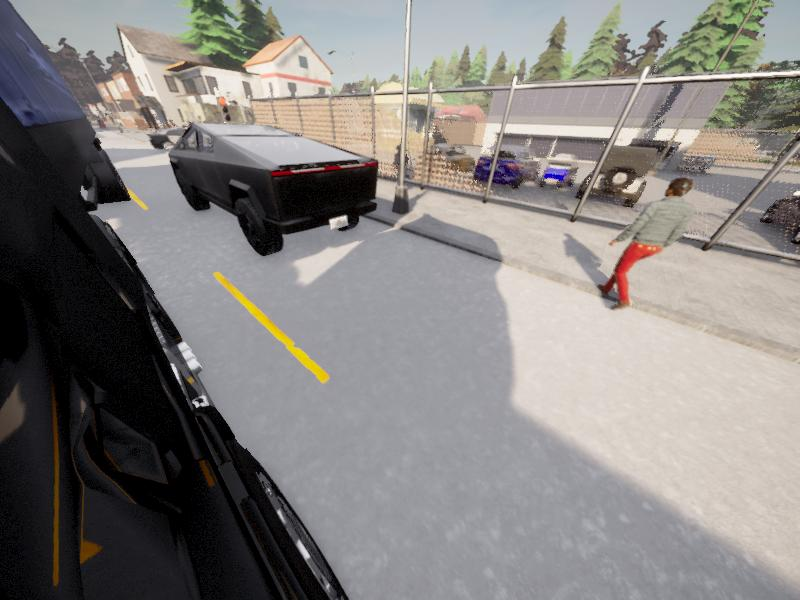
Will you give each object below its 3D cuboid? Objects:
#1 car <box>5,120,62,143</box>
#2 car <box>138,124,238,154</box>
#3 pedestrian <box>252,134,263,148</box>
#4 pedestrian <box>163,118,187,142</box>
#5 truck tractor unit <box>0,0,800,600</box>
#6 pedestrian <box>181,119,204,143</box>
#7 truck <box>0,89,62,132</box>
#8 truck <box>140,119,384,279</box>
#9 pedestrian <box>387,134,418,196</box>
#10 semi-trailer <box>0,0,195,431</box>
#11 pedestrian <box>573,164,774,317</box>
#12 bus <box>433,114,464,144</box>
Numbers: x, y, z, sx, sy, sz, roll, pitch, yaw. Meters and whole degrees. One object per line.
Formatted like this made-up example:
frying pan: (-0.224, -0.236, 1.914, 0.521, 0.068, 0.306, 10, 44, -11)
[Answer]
car: (-30.807, -14.254, 19.525, 4.181, 1.385, 1.994, 28, 44, 30)
car: (-15.964, -12.408, 17.797, 5.238, 1.638, 1.930, -21, 44, -28)
pedestrian: (-13.788, -15.420, 22.366, 0.500, 1.100, 0.500, 8, 37, 7)
pedestrian: (-21.766, -16.444, 22.394, 0.751, 1.860, 0.751, 1, 37, -3)
truck tractor unit: (-2.645, -0.295, 0.351, 6.516, 4.208, 3.053, 28, 44, 30)
pedestrian: (-20.176, -16.423, 22.469, 0.751, 1.860, 0.751, 3, 37, 0)
truck: (-47.633, -24.300, 29.786, 8.468, 3.827, 2.891, 28, 44, 30)
truck: (-3.498, -3.015, 5.695, 6.274, 2.098, 2.390, 28, 44, 30)
pedestrian: (0.056, -4.926, 8.460, 0.751, 1.860, 0.751, -25, 45, -31)
semi-trailer: (-8.371, -3.817, 4.514, 14.254, 4.402, 2.717, 32, 46, 33)
pedestrian: (3.426, -0.763, 3.227, 0.751, 1.860, 0.751, 9, 37, 8)
bus: (9.310, -34.028, 46.090, 3.944, 4.253, 10.273, 3, 37, 0)
